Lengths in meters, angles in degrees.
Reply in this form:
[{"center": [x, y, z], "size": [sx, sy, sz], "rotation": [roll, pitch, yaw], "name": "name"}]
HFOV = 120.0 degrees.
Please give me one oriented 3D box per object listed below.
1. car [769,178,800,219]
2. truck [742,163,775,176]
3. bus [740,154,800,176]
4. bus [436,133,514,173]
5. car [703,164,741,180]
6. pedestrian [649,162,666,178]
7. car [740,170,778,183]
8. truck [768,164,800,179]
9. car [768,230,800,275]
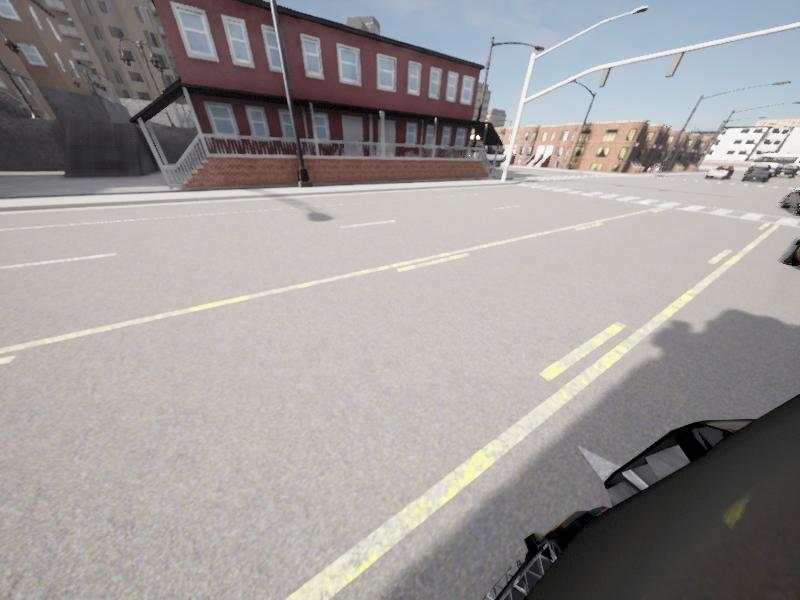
[{"center": [21.860, -5.152, 11.811], "size": [4.902, 1.511, 2.128], "rotation": [-27, 43, -36], "name": "car"}, {"center": [73.054, -26.525, 47.045], "size": [6.274, 2.098, 2.390], "rotation": [-16, 37, -26], "name": "truck"}, {"center": [93.950, -33.829, 57.487], "size": [3.944, 4.253, 10.273], "rotation": [7, 33, 8], "name": "bus"}, {"center": [10.101, -21.180, 33.270], "size": [3.944, 4.253, 10.273], "rotation": [-16, 37, -26], "name": "bus"}, {"center": [47.087, -18.743, 33.807], "size": [4.605, 1.855, 1.932], "rotation": [-16, 37, -26], "name": "car"}, {"center": [35.830, -18.137, 32.206], "size": [0.751, 1.860, 0.751], "rotation": [-21, 39, -31], "name": "pedestrian"}, {"center": [48.685, -16.788, 31.360], "size": [4.181, 1.385, 1.994], "rotation": [-16, 37, -26], "name": "car"}, {"center": [72.319, -24.082, 43.247], "size": [6.274, 2.098, 2.390], "rotation": [-16, 37, -26], "name": "truck"}, {"center": [11.924, -1.537, 5.712], "size": [4.792, 1.488, 2.163], "rotation": [-16, 37, -26], "name": "car"}]
